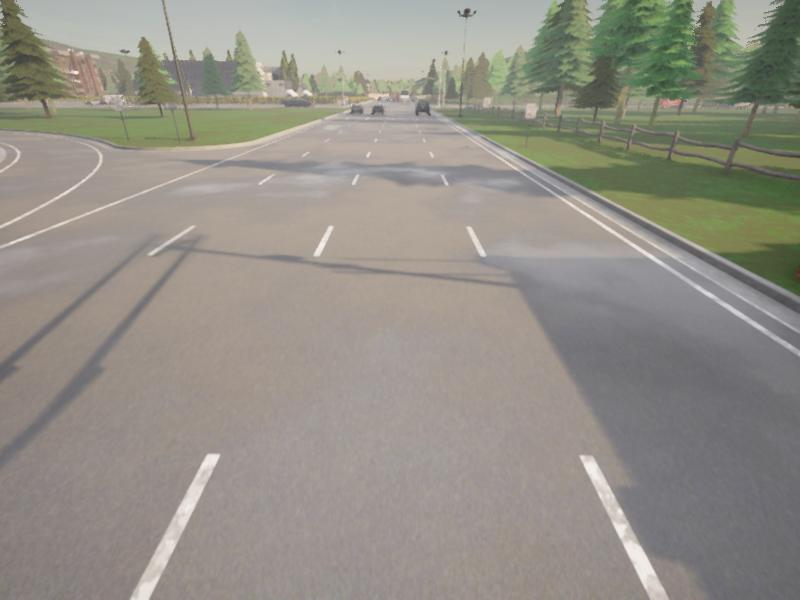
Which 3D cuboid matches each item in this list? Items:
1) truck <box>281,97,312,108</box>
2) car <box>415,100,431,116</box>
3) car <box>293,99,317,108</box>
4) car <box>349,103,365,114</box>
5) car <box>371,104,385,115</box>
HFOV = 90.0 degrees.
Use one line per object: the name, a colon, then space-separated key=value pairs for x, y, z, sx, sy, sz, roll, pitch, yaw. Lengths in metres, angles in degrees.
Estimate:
truck: x=-23.423 y=-44.693 z=90.603 sx=6.274 sy=2.098 sz=2.390 roll=0 pitch=27 yaw=-1
car: x=3.520 y=-30.177 z=62.754 sx=2.150 sy=2.045 sz=5.566 roll=0 pitch=27 yaw=0
car: x=-22.278 y=-46.093 z=93.837 sx=5.027 sy=1.651 sz=2.152 roll=0 pitch=27 yaw=-1
car: x=-6.982 y=-31.445 z=65.721 sx=2.128 sy=1.511 sz=4.902 roll=0 pitch=27 yaw=0
car: x=-3.481 y=-30.656 z=64.236 sx=1.837 sy=1.490 sz=4.892 roll=0 pitch=27 yaw=0
